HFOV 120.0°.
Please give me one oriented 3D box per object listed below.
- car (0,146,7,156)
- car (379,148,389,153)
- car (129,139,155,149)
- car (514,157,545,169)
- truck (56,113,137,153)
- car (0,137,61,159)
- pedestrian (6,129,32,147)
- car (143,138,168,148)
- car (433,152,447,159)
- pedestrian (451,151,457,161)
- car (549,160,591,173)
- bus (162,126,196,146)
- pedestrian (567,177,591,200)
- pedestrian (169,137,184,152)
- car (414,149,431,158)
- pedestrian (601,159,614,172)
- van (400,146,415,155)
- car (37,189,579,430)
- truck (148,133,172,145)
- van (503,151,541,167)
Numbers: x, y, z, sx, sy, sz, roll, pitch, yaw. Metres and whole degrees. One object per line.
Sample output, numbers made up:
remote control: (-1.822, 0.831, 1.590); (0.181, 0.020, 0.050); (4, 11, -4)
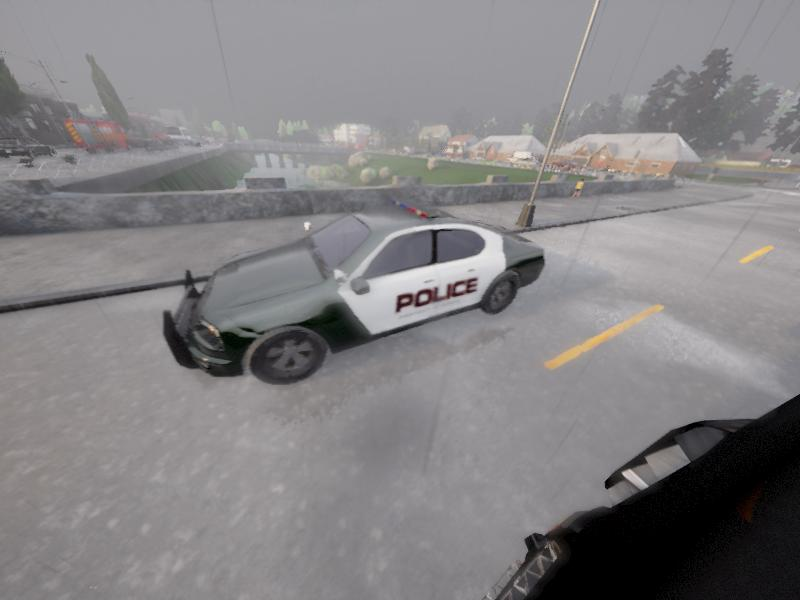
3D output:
car: (-37.166, -12.940, 19.248); (2.152, 1.651, 5.027); (-14, 37, -24)
car: (-6.144, -57.658, 89.202); (2.038, 1.542, 4.974); (-14, 37, -24)
car: (-46.966, -28.491, 42.147); (1.816, 1.474, 4.193); (-14, 37, -24)
car: (23.440, -24.921, 42.011); (2.007, 1.525, 4.514); (-14, 37, -24)
truck: (-40.674, -22.584, 31.562); (2.891, 3.827, 8.468); (-14, 37, -24)
car: (-33.416, -13.553, 20.591); (1.816, 1.474, 4.193); (-14, 37, -24)
pedestrian: (-50.471, -21.440, 30.643); (0.751, 1.860, 0.751); (-6, 34, -13)
car: (-50.627, -32.598, 47.973); (2.038, 1.542, 4.974); (-14, 37, -24)
car: (11.801, -42.579, 67.868); (1.816, 1.474, 4.193); (-14, 37, -24)
pedestrian: (12.313, -33.078, 52.966); (0.751, 1.860, 0.751); (-14, 37, -24)
car: (26.812, -21.234, 36.683); (1.882, 1.535, 5.008); (-14, 37, -23)
bus: (-61.811, -45.982, 64.936); (3.944, 4.253, 10.273); (-14, 37, -24)
pedestrian: (10.021, -6.256, 12.943); (0.500, 1.100, 0.500); (-14, 37, -24)
pedestrian: (-33.759, -23.441, 34.930); (0.751, 1.860, 0.751); (-3, 34, -8)
car: (6.651, -43.709, 68.677); (2.150, 2.045, 5.566); (-14, 37, -24)
pedestrian: (35.472, -22.961, 39.420); (0.751, 1.860, 0.751); (-14, 37, -24)
van: (2.560, -53.225, 82.390); (2.351, 2.431, 6.366); (-14, 37, -24)
car: (-0.212, -0.552, 3.392); (4.974, 1.542, 2.038); (-14, 37, -24)
truck: (-63.910, -42.848, 61.663); (2.627, 2.467, 5.204); (-14, 37, -24)
van: (24.663, -28.787, 47.129); (2.351, 2.431, 6.366); (-14, 37, -24)
